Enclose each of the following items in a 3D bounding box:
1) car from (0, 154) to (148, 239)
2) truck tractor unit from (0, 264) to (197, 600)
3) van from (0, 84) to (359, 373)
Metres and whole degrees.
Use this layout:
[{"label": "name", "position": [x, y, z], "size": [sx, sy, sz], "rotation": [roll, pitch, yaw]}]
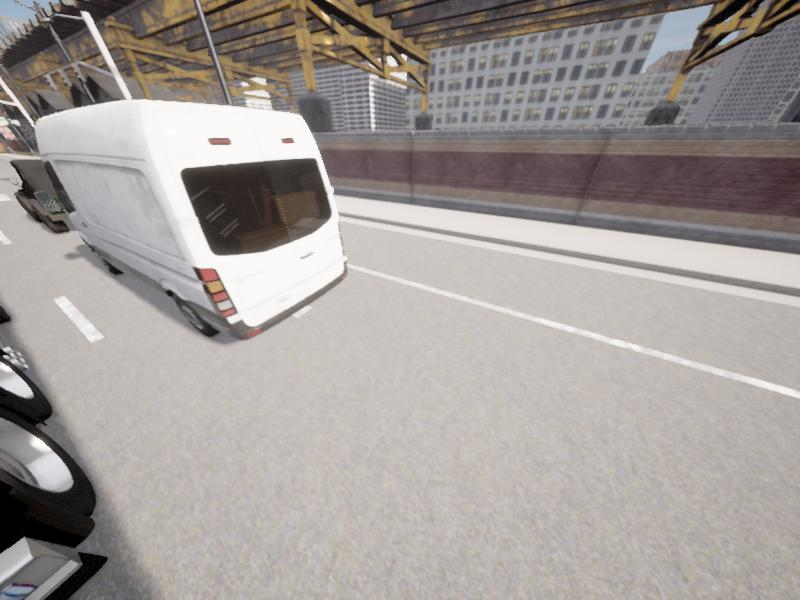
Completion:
[{"label": "car", "position": [-10.740, -3.505, 7.446], "size": [3.866, 1.878, 1.905], "rotation": [18, 39, 24]}, {"label": "truck tractor unit", "position": [-5.118, -0.289, 0.793], "size": [6.516, 4.208, 3.053], "rotation": [18, 39, 24]}, {"label": "van", "position": [-3.813, -1.508, 3.967], "size": [5.915, 2.561, 1.988], "rotation": [18, 39, 24]}]
